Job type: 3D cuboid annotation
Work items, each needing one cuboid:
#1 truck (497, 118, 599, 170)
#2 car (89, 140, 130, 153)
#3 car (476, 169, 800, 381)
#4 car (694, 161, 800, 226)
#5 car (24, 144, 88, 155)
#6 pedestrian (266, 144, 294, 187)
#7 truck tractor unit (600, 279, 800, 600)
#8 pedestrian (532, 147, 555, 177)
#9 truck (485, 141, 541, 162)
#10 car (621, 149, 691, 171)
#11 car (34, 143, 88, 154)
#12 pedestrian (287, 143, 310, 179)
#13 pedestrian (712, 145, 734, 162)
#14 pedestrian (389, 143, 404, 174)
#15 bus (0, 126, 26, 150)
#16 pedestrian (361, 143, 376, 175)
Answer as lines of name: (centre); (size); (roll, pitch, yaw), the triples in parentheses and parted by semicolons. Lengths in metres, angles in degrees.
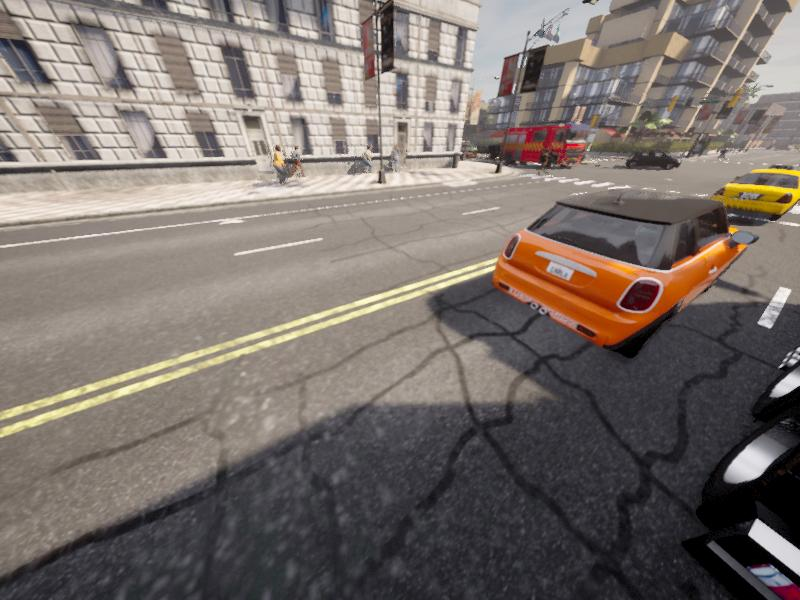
truck: (14.677, -16.346, 24.254); (2.891, 3.827, 8.468); (-12, 37, -17)
car: (-51.956, -27.559, 41.492); (3.866, 1.878, 1.905); (-19, 39, -25)
car: (3.862, -0.967, 3.850); (4.553, 1.767, 2.097); (-18, 39, -25)
car: (13.983, -4.262, 8.852); (5.366, 1.575, 1.801); (-19, 39, -25)
car: (-54.720, -24.084, 36.916); (5.357, 1.411, 2.033); (-19, 39, -25)
pedestrian: (-6.296, -7.055, 12.143); (0.751, 1.860, 0.751); (-19, 39, -25)
truck tractor unit: (5.135, -0.276, 0.746); (6.516, 4.208, 3.053); (-17, 39, -23)
pedestrian: (10.570, -10.204, 17.074); (0.751, 1.860, 0.751); (-28, 44, -34)
truck: (15.012, -20.125, 31.193); (2.390, 2.098, 6.274); (-19, 39, -25)
car: (24.418, -13.581, 22.303); (3.988, 1.617, 1.851); (20, 39, 25)
car: (-57.117, -25.681, 39.074); (4.514, 1.525, 2.007); (-17, 39, -24)
pedestrian: (-6.369, -8.718, 14.532); (0.751, 1.860, 0.751); (-19, 39, -25)
pedestrian: (41.779, -18.955, 29.903); (0.751, 1.860, 0.751); (-18, 39, -24)
pedestrian: (-0.238, -10.208, 16.722); (0.751, 1.860, 0.751); (-23, 41, -30)
bus: (-91.628, -36.145, 51.423); (3.944, 4.253, 10.273); (-19, 39, -25)
pedestrian: (-2.206, -9.847, 16.188); (0.751, 1.860, 0.751); (-11, 36, -16)
